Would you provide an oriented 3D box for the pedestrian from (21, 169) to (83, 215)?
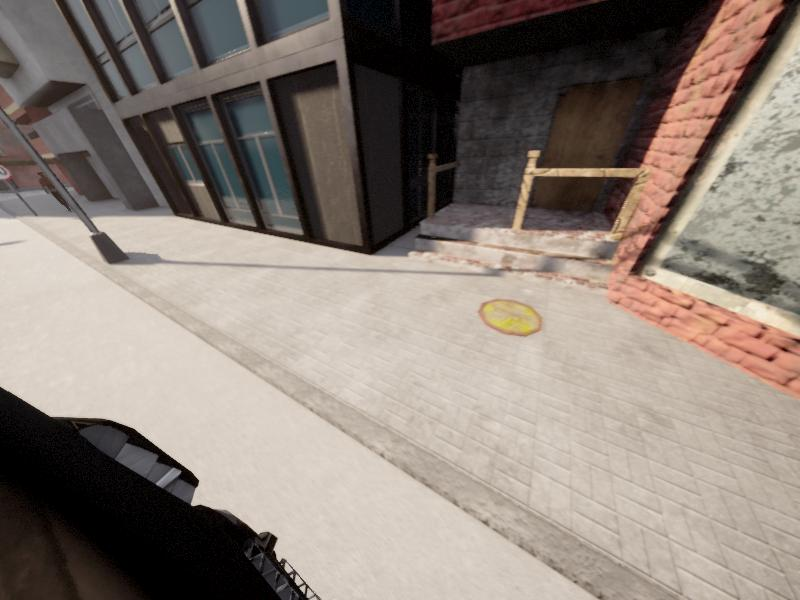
[{"bbox_3d":[-16.445,-5.150,11.009,0.751,1.860,0.751,27,44,37],"label":"pedestrian"}]
